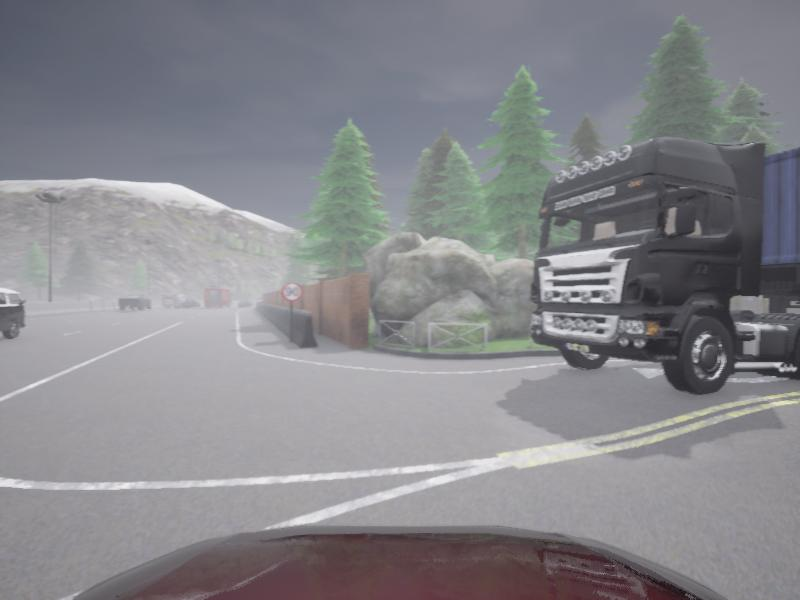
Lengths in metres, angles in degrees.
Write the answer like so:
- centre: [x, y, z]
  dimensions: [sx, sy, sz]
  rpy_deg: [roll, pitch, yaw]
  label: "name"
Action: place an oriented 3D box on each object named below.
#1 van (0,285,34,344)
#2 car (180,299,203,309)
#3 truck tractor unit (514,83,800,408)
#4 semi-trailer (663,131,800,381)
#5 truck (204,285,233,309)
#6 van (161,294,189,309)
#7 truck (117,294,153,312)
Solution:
- centre: [-14.996, 0.498, 13.815]
  dimensions: [2.069, 2.038, 4.480]
  rpy_deg: [0, 0, -22]
  label: "van"
- centre: [-34.021, 0.668, 65.322]
  dimensions: [2.128, 1.511, 4.902]
  rpy_deg: [0, 0, -13]
  label: "car"
- centre: [5.915, -0.689, 7.789]
  dimensions: [6.516, 4.208, 3.053]
  rpy_deg: [1, 0, -21]
  label: "truck tractor unit"
- centre: [13.278, -0.746, 10.698]
  dimensions: [14.254, 4.402, 2.717]
  rpy_deg: [0, 0, -22]
  label: "semi-trailer"
- centre: [-31.597, -0.479, 69.835]
  dimensions: [2.891, 3.827, 8.468]
  rpy_deg: [0, 0, -12]
  label: "truck"
- centre: [-38.517, 0.183, 68.729]
  dimensions: [2.351, 2.431, 6.366]
  rpy_deg: [0, 0, -10]
  label: "van"
- centre: [-33.646, 0.376, 51.005]
  dimensions: [2.390, 2.098, 6.274]
  rpy_deg: [0, 0, -19]
  label: "truck"
